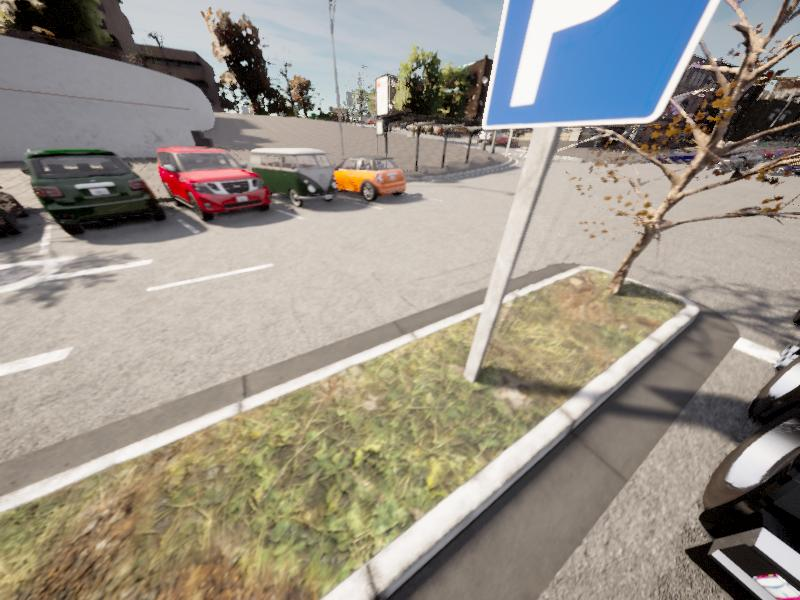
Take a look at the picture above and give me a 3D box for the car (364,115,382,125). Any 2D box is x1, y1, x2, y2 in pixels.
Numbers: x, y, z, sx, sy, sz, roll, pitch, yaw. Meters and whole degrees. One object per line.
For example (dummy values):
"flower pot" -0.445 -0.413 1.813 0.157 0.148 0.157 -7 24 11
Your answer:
"car" -7.248 -48.422 62.281 2.185 1.767 4.553 28 42 28

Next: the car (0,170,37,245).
"car" -12.377 -2.573 6.333 4.674 1.452 2.002 25 42 32

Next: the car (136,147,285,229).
"car" -7.150 -4.511 8.658 5.566 2.045 2.435 25 41 32

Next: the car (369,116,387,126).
"car" -5.743 -46.730 60.276 2.185 1.767 4.553 29 43 27

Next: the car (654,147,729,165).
"car" 31.763 -15.908 25.428 4.792 1.488 2.163 29 44 36

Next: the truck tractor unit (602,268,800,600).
"truck tractor unit" 5.115 -0.295 0.776 6.516 4.208 3.053 -18 39 -24

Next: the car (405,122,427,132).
"car" 3.413 -36.319 48.564 2.002 1.452 4.674 31 44 28

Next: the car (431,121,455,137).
"car" 7.866 -31.308 42.373 1.878 1.987 4.442 31 44 28

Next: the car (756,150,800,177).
"car" 29.328 -10.218 17.199 4.193 1.474 1.816 -15 38 -21

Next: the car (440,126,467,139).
"car" 9.410 -29.460 40.605 2.231 1.521 4.892 30 44 28

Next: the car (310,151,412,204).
"car" -1.922 -6.083 11.186 4.553 1.767 2.185 25 42 32

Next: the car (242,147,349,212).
"car" -4.475 -5.302 9.862 4.442 1.987 1.878 25 41 32

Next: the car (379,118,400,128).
"car" -2.529 -43.292 56.545 1.946 1.575 5.366 30 44 28

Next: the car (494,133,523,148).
"car" 15.415 -22.552 32.712 2.002 1.452 4.674 30 44 28

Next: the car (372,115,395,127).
"car" -4.172 -45.106 58.222 2.435 2.045 5.566 30 44 27

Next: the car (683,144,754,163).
"car" 37.261 -17.385 27.300 2.185 1.767 4.553 -29 43 -36

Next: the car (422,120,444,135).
"car" 6.361 -33.031 44.358 1.878 1.987 4.442 31 44 28

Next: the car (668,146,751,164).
"car" 34.669 -16.485 26.200 5.366 1.575 1.946 29 43 36

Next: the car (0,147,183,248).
"car" -9.804 -3.678 7.437 5.566 2.045 2.435 25 42 32

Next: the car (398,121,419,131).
"car" 1.895 -38.038 50.542 2.002 1.452 4.674 30 44 28

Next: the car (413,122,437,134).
"car" 5.033 -34.710 46.672 1.946 1.575 5.366 30 44 28

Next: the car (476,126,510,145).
"car" 13.950 -24.512 34.529 2.435 2.045 5.566 31 44 28

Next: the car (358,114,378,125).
"car" -8.806 -50.080 64.165 2.435 2.045 5.566 26 40 31
